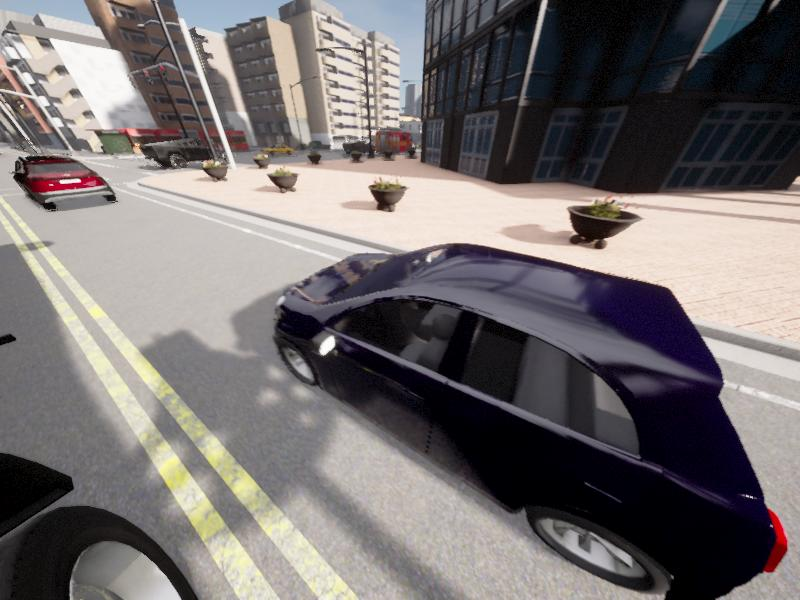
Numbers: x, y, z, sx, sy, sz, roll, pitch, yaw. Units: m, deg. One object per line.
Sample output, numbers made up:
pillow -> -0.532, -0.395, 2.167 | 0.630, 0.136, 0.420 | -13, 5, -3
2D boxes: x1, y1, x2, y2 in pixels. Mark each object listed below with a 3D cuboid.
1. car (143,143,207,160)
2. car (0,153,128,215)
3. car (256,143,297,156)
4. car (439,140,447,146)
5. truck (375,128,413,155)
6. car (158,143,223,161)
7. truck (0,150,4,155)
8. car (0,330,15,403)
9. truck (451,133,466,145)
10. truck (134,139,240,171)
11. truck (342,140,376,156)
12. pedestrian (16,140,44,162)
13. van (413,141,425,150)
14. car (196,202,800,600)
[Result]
car -> -28.143, -18.867, 29.168 | 1.930, 1.638, 5.238 | 19, 39, 24
car -> -13.506, -4.780, 9.158 | 4.856, 1.649, 2.033 | 19, 39, 26
car -> -19.054, -23.368, 35.895 | 1.801, 1.575, 5.366 | 20, 38, 25
car -> 16.636, -60.435, 88.931 | 1.789, 1.549, 3.705 | 20, 41, 25
truck -> -0.885, -29.500, 43.170 | 2.891, 3.827, 8.468 | 20, 39, 25
car -> -25.028, -17.927, 27.868 | 1.930, 1.638, 5.238 | 20, 39, 25
truck -> -57.305, -21.080, 31.220 | 5.204, 2.467, 2.627 | 20, 40, 26
car -> -6.722, 0.098, 2.389 | 4.974, 1.542, 2.038 | 21, 40, 26
truck -> 23.239, -63.812, 91.513 | 2.891, 3.827, 8.468 | 20, 41, 25
truck -> -18.414, -13.076, 20.583 | 2.390, 2.098, 6.274 | 16, 38, 22
truck -> -7.089, -26.929, 40.836 | 2.390, 2.098, 6.274 | 20, 39, 25
pedestrian -> -38.374, -15.505, 23.976 | 0.751, 1.860, 0.751 | 23, 41, 29
van -> 5.675, -46.180, 69.006 | 1.775, 1.987, 4.442 | 20, 40, 25
car -> 0.364, 0.272, 2.187 | 3.633, 1.501, 1.845 | 20, 40, 25
